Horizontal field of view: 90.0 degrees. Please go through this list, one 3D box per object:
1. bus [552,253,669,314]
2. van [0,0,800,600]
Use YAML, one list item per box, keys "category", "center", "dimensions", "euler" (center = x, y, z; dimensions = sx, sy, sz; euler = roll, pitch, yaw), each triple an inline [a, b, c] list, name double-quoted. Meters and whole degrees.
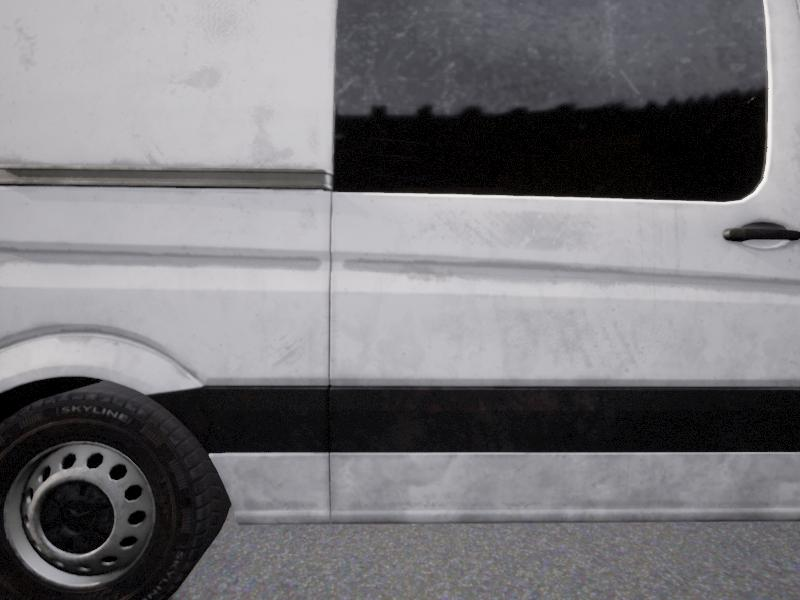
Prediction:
- category: "bus"
  center: [16.488, -1.134, 32.689]
  dimensions: [3.944, 4.253, 10.273]
  euler: [0, 0, -2]
- category: "van"
  center: [0.744, -0.278, 2.191]
  dimensions: [5.915, 2.561, 1.988]
  euler: [0, 0, -1]
